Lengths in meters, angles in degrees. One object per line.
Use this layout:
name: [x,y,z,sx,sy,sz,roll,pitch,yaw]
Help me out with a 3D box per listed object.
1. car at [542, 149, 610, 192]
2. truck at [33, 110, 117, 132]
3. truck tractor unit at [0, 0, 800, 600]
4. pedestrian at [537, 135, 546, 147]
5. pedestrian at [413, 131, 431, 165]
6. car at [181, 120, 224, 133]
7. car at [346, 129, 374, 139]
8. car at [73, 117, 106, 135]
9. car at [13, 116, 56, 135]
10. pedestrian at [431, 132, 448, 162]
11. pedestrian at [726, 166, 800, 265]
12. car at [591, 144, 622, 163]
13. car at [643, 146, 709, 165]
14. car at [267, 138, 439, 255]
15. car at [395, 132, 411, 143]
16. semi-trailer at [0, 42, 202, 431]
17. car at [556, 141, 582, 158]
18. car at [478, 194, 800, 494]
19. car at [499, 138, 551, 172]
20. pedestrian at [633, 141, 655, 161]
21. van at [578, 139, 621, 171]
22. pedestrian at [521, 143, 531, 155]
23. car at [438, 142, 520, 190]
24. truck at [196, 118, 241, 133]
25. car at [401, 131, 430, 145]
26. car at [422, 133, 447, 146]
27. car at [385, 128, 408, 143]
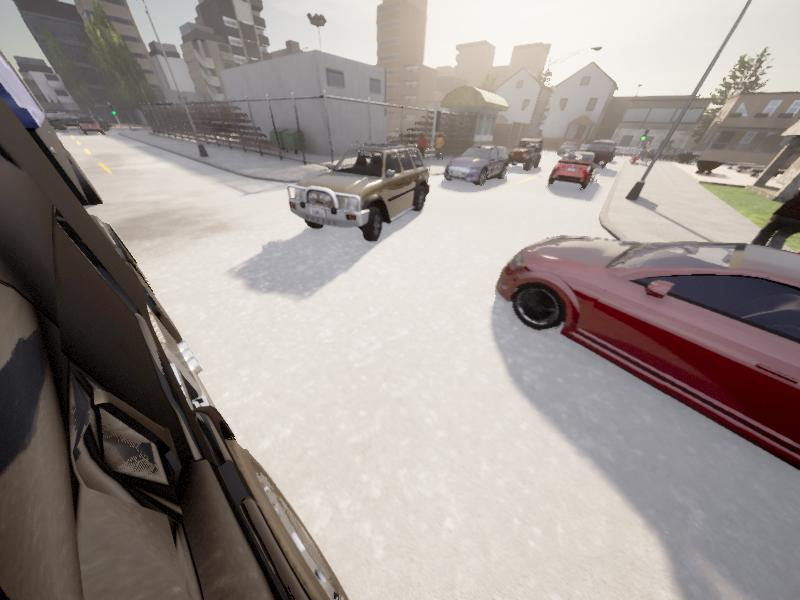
car: [9.720,-7.231,12.663,2.007,1.525,4.514,28,43,29]
truck: [-44.053,-24.381,31.587,2.390,2.098,6.274,28,44,30]
truck tractor unit: [-2.645,-0.295,0.352,6.516,4.208,3.053,28,44,30]
pedestrian: [26.710,-29.964,43.612,0.751,1.860,0.751,27,43,29]
pedestrian: [1.493,-10.563,16.068,0.751,1.860,0.751,29,44,30]
car: [-34.858,-30.600,40.864,1.930,1.638,5.238,29,44,31]
car: [-7.732,-32.356,45.046,2.033,1.415,5.357,28,44,30]
car: [-38.619,-21.679,28.743,3.988,1.617,1.851,30,45,32]
car: [-40.100,-19.124,25.347,4.193,1.474,1.816,25,42,27]
pedestrian: [2.969,-11.558,17.492,0.751,1.860,0.751,27,43,29]
pedestrian: [8.323,-1.819,4.856,0.751,1.860,0.751,27,43,29]
car: [22.947,-16.276,25.635,1.816,1.474,4.193,28,44,30]
car: [34.059,-18.059,28.729,4.792,1.488,2.163,21,40,22]
car: [-0.692,-3.179,6.284,1.932,1.855,4.605,17,39,19]
car: [0.533,-26.873,38.226,1.481,1.379,2.207,28,44,30]
semi-trailer: [-8.697,-3.611,4.221,14.254,4.402,2.717,28,44,30]
car: [21.670,-19.487,29.808,2.128,1.511,4.902,20,40,22]
car: [3.360,0.116,2.574,1.994,1.385,4.181,-22,44,-30]
car: [9.323,-10.877,17.197,1.905,1.878,3.866,28,44,30]
pedestrian: [27.882,-17.028,26.408,0.751,1.860,0.751,10,37,10]
van: [16.949,-12.370,19.607,1.775,1.987,4.442,28,44,30]
pedestrian: [14.872,-17.850,27.312,0.500,1.100,0.500,-16,41,-24]
car: [4.313,-7.336,12.364,2.033,1.649,4.856,28,44,30]
truck: [-35.287,-34.138,45.177,2.390,2.098,6.274,28,44,30]
car: [2.559,-26.352,37.489,2.242,1.667,4.611,28,44,30]
car: [5.457,-25.323,36.417,1.816,1.474,4.193,28,44,30]
car: [-0.558,-28.305,39.717,1.905,1.878,3.866,28,44,30]
